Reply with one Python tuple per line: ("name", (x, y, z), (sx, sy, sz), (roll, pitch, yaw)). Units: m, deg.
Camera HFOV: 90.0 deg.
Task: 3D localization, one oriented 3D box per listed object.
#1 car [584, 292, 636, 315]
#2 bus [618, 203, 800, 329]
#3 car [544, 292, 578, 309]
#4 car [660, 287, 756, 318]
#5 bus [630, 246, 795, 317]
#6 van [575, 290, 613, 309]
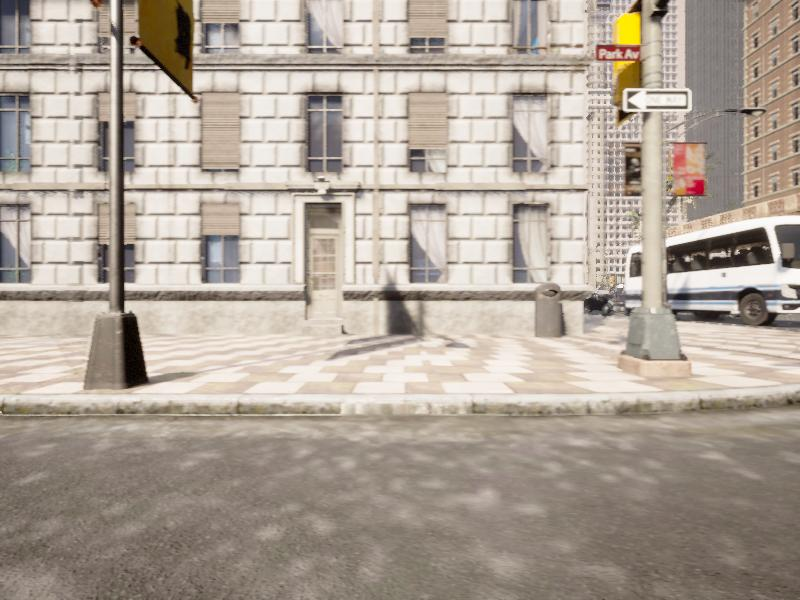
("car", (14.787, 0.223, 28.392), (1.845, 1.501, 3.633), (0, 0, 0))
("bus", (14.942, -1.138, 18.596), (3.944, 4.253, 10.273), (0, 0, 0))
("car", (18.354, 0.048, 45.739), (1.932, 1.855, 4.605), (0, 0, -1))
("car", (18.296, 0.152, 24.142), (2.242, 1.667, 4.611), (0, 0, 0))
("bus", (21.667, -1.139, 29.071), (3.944, 4.253, 10.273), (0, 0, 0))
("van", (21.856, -0.035, 45.293), (2.069, 2.038, 4.480), (0, 0, 0))
